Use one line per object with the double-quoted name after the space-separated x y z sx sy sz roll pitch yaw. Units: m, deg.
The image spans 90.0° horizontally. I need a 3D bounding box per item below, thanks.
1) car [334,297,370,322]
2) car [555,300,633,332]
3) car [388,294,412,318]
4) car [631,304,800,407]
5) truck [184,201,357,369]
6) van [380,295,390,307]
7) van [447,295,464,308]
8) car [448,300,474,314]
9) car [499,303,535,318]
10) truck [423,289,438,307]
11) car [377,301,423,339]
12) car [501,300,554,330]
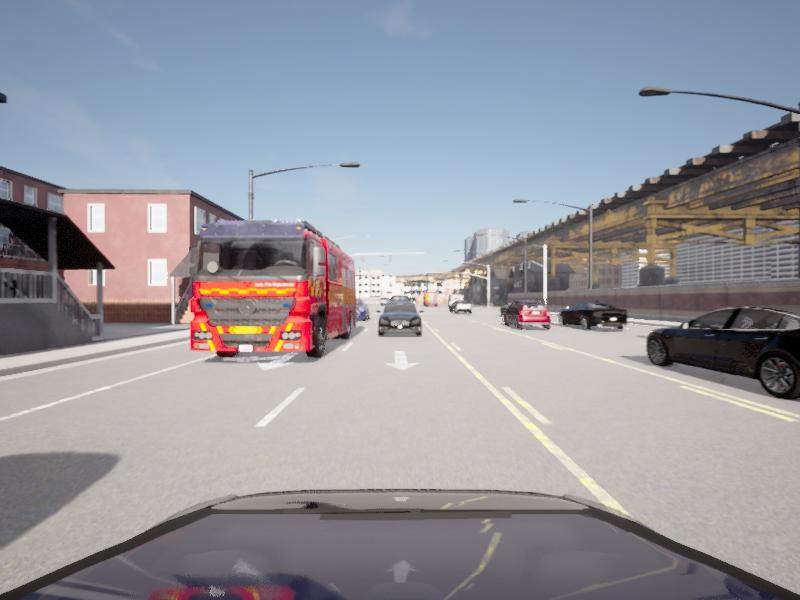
-3.455 0.657 29.631 2.097 1.767 4.553 0 0 0 "car"
10.506 0.793 22.152 1.882 1.535 5.008 0 0 0 "car"
0.009 0.517 38.011 2.150 2.045 5.566 0 0 0 "car"
6.998 0.840 7.832 2.163 1.488 4.792 0 0 0 "car"
-3.430 -0.338 13.412 2.891 3.827 8.468 0 0 2 "truck"
-3.485 0.180 92.117 1.988 2.561 5.915 0 0 0 "van"
10.518 0.274 75.962 2.351 2.431 6.366 0 0 0 "van"
6.775 0.769 45.020 2.007 1.525 4.514 0 0 -3 "car"
10.508 0.896 36.343 1.895 1.301 4.718 0 0 0 "car"
7.025 -0.446 92.838 2.891 3.827 8.468 0 0 0 "truck"
0.005 0.820 18.326 1.837 1.490 4.892 0 0 0 "car"
6.995 0.783 22.365 1.789 1.549 3.705 0 0 0 "car"
